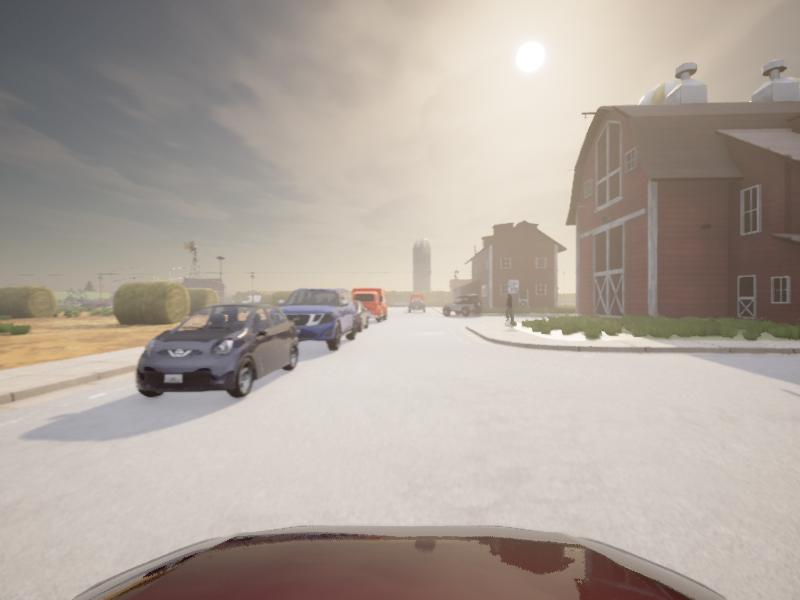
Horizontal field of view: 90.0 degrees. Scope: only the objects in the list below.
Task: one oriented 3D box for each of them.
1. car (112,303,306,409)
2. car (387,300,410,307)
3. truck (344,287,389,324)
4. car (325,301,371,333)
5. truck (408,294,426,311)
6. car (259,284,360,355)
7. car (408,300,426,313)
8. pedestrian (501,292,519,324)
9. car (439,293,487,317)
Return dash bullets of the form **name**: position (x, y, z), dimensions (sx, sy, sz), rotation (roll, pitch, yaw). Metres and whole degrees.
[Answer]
- **car**: position (-3.214, 0.819, 7.625), dimensions (1.845, 1.501, 3.633), rotation (0, 0, 2)
- **car**: position (-0.275, 0.824, 88.274), dimensions (4.974, 1.542, 2.038), rotation (0, 0, 3)
- **truck**: position (-2.298, 0.342, 29.003), dimensions (2.627, 2.467, 5.204), rotation (0, 1, 3)
- **car**: position (-2.634, 0.813, 21.023), dimensions (1.789, 1.549, 3.705), rotation (0, 0, 2)
- **truck**: position (2.674, 0.359, 62.924), dimensions (2.627, 2.467, 5.204), rotation (0, 0, 2)
- **car**: position (-2.912, 0.566, 14.397), dimensions (2.150, 2.045, 5.566), rotation (0, 0, 3)
- **car**: position (2.177, 0.783, 51.401), dimensions (2.152, 1.651, 5.027), rotation (0, 0, 2)
- **pedestrian**: position (6.556, 0.446, 23.917), dimensions (0.751, 1.860, 0.751), rotation (0, 0, -27)
- **car**: position (5.708, 0.494, 36.618), dimensions (1.905, 1.878, 3.866), rotation (-7, 3, -40)
